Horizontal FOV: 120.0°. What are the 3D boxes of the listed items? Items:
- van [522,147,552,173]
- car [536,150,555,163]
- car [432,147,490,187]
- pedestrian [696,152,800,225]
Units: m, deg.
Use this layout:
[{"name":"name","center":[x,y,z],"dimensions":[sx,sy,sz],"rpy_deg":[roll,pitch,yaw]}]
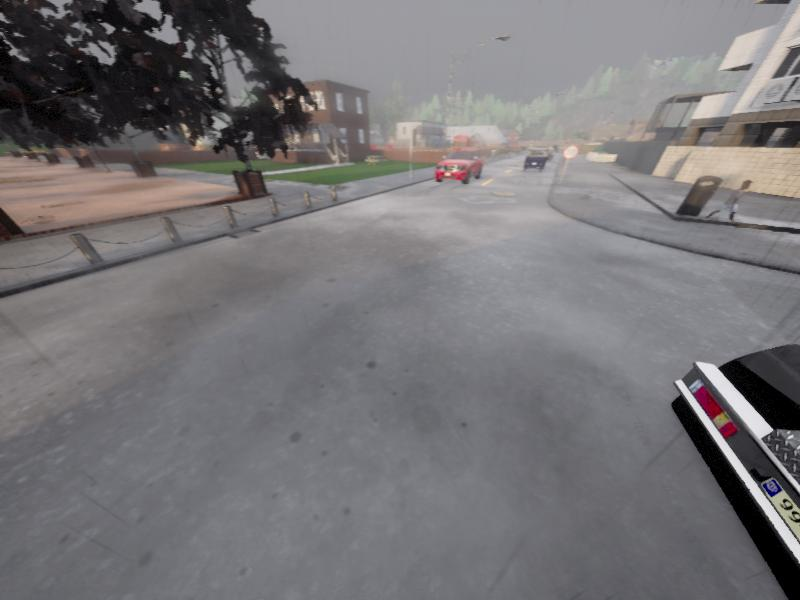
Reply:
[{"name":"van","center":[13.875,-14.214,23.311],"dimensions":[1.775,1.987,4.442],"rpy_deg":[18,38,25]},{"name":"car","center":[22.111,-21.857,35.019],"dimensions":[1.837,1.490,4.892],"rpy_deg":[18,38,25]},{"name":"car","center":[4.501,-9.742,16.658],"dimensions":[2.150,2.045,5.566],"rpy_deg":[18,39,25]},{"name":"pedestrian","center":[10.339,-3.347,6.985],"dimensions":[0.751,1.860,0.751],"rpy_deg":[14,37,20]}]
